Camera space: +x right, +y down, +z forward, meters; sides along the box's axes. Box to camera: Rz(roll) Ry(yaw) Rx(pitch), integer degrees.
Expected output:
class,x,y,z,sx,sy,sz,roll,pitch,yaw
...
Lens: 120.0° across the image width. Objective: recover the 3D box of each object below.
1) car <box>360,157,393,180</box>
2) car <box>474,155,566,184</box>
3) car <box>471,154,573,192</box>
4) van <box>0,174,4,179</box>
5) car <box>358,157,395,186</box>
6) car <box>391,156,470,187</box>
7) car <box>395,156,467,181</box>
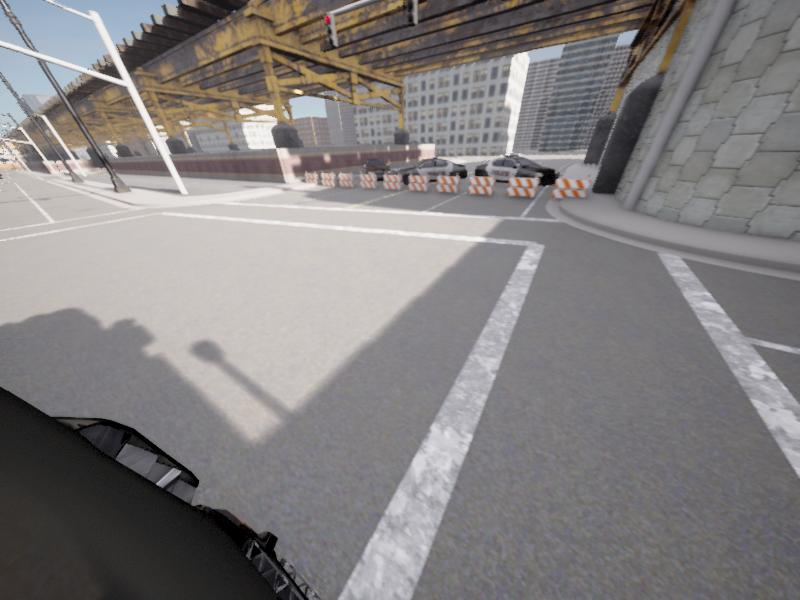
class,x,y,z,sx,sy,sz,roll,pitch,yaw
car,-1.936,-10.276,17.944,1.853,1.218,4.536,-9,34,-10
car,6.799,-7.868,13.717,1.853,1.218,4.536,-18,36,-22
car,6.829,-7.713,13.765,2.038,1.542,4.974,-18,36,-22
van,-79.023,-24.694,44.315,5.915,2.561,1.988,19,39,29
car,-1.919,-10.117,17.989,2.038,1.542,4.974,-9,34,-10
car,1.924,-8.836,15.792,4.974,1.542,2.038,-3,33,-1
car,1.970,-8.970,15.707,4.536,1.218,1.853,-3,33,-1
